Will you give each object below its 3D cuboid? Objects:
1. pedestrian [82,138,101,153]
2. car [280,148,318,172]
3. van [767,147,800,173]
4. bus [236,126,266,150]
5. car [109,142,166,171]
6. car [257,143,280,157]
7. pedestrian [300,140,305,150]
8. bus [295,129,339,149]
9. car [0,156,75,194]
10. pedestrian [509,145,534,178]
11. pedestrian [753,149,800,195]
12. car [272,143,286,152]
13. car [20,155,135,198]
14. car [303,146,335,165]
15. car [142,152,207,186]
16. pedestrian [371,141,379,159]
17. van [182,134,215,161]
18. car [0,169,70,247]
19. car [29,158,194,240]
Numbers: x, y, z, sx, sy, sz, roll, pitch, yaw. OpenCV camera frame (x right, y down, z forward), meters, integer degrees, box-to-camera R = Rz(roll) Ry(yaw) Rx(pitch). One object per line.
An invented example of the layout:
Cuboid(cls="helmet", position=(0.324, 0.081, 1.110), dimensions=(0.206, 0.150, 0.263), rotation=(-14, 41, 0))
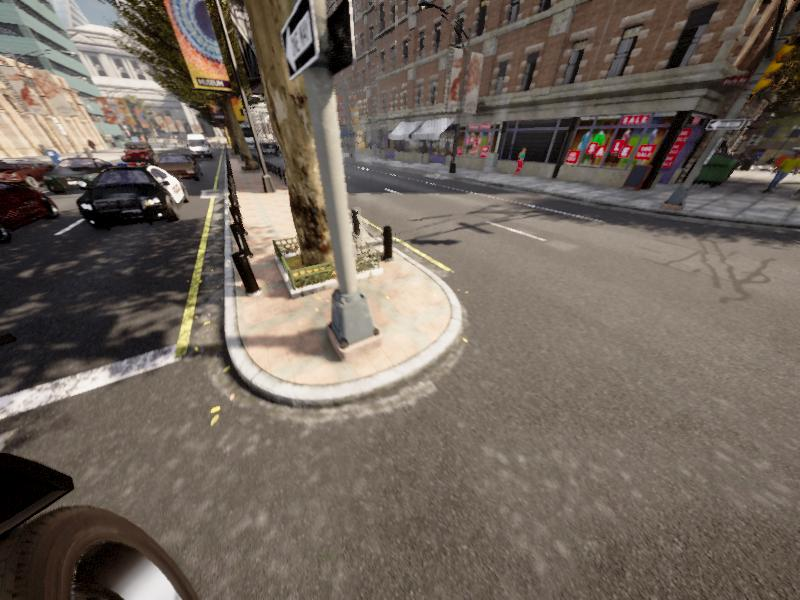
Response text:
Cuboid(cls="pedestrian", position=(-45.516, -22.802, 34.133), dimensions=(0.751, 1.860, 0.751), rotation=(-17, 39, -24))
Cuboid(cls="car", position=(-9.036, -12.542, 20.564), dimensions=(1.837, 1.490, 4.892), rotation=(-19, 39, -26))
Cuboid(cls="van", position=(38.018, -12.554, 20.866), dimensions=(1.775, 1.987, 4.442), rotation=(-8, 36, -12))
Cuboid(cls="bus", position=(-34.495, -37.283, 53.326), dimensions=(3.944, 4.253, 10.273), rotation=(-19, 39, -26))
Cuboid(cls="car", position=(-21.862, -12.155, 19.470), dimensions=(1.905, 1.878, 3.866), rotation=(-19, 39, -26))
Cuboid(cls="car", position=(-20.045, -22.867, 35.125), dimensions=(2.033, 1.649, 4.856), rotation=(-19, 39, -26))
Cuboid(cls="pedestrian", position=(-23.778, -37.744, 56.209), dimensions=(0.751, 1.860, 0.751), rotation=(-14, 37, -19))
Cuboid(cls="bus", position=(-22.632, -44.320, 63.621), dimensions=(10.273, 4.253, 3.944), rotation=(-20, 40, -27))
Cuboid(cls="car", position=(-19.998, -6.647, 12.089), dimensions=(1.895, 1.301, 4.718), rotation=(-19, 39, -26))
Cuboid(cls="pedestrian", position=(8.249, -9.468, 15.777), dimensions=(0.751, 1.860, 0.751), rotation=(-18, 39, -25))
Cuboid(cls="pedestrian", position=(18.889, -6.306, 11.393), dimensions=(0.751, 1.860, 0.751), rotation=(-26, 43, -33))
Cuboid(cls="car", position=(-24.175, -30.504, 46.126), dimensions=(1.845, 1.501, 3.633), rotation=(-19, 39, -25))
Cuboid(cls="car", position=(-15.993, -6.474, 11.846), dimensions=(1.994, 1.385, 4.181), rotation=(-19, 39, -26))
Cuboid(cls="car", position=(-9.341, -16.643, 26.428), dimensions=(2.038, 1.542, 4.974), rotation=(-19, 40, -26))
Cuboid(cls="car", position=(-14.169, -8.586, 14.888), dimensions=(2.033, 1.411, 5.357), rotation=(-19, 39, -26))
Cuboid(cls="pedestrian", position=(-3.140, -18.840, 29.079), dimensions=(0.751, 1.860, 0.751), rotation=(-9, 36, -14))
Cuboid(cls="van", position=(-25.112, -19.259, 29.062), dimensions=(1.988, 2.561, 5.915), rotation=(-19, 39, -26))
Cuboid(cls="car", position=(-11.601, -2.378, 6.024), dimensions=(1.994, 1.385, 4.181), rotation=(-19, 39, -26))
Cuboid(cls="car", position=(-8.924, -3.743, 7.886), dimensions=(2.038, 1.542, 4.974), rotation=(-19, 39, -26))
